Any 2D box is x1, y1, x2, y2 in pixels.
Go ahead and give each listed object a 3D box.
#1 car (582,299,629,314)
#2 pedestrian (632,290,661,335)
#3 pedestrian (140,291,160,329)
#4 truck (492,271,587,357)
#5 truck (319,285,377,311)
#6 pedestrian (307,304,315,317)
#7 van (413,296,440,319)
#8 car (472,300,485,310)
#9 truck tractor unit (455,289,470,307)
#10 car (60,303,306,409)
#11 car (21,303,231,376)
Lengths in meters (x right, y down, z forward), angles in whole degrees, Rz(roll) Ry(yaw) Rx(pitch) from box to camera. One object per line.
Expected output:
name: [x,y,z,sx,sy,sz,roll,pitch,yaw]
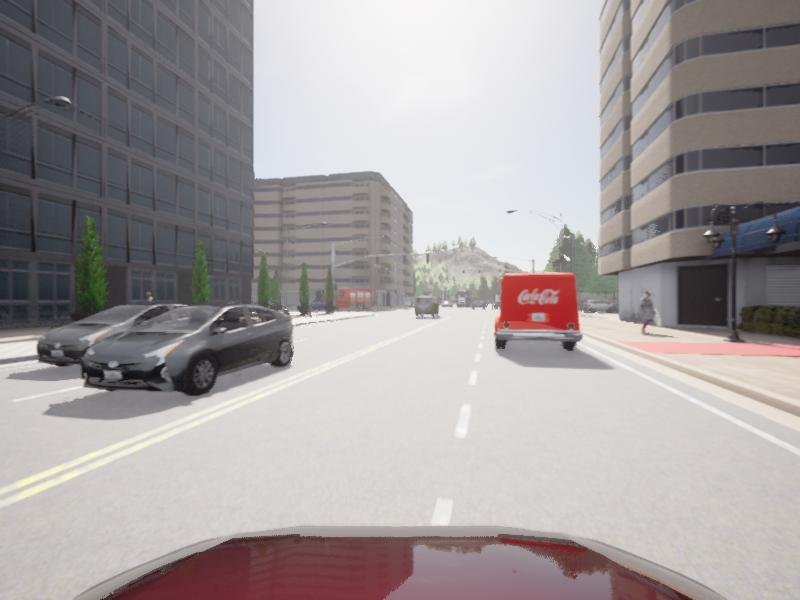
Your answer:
car: [24.270,0.755,47.479,4.611,1.667,2.242,0,0,14]
pedestrian: [10.453,0.503,16.974,0.751,1.860,0.751,0,0,-31]
pedestrian: [-12.475,0.482,19.924,0.751,1.860,0.751,0,0,-39]
truck: [4.677,0.380,14.376,2.627,2.467,5.204,0,1,13]
truck: [-8.036,-0.305,62.181,8.468,3.827,2.891,0,0,13]
pedestrian: [-7.677,0.906,34.339,0.500,1.100,0.500,0,0,12]
van: [2.440,0.641,36.248,1.775,1.987,4.442,0,0,13]
car: [14.163,0.864,72.291,2.152,1.651,5.027,0,0,13]
truck tractor unit: [14.637,-0.410,93.245,3.053,4.208,6.516,0,0,13]
car: [-3.875,0.839,8.272,2.007,1.525,4.514,0,0,13]
car: [-6.892,0.842,10.806,2.007,1.525,4.514,0,0,13]
